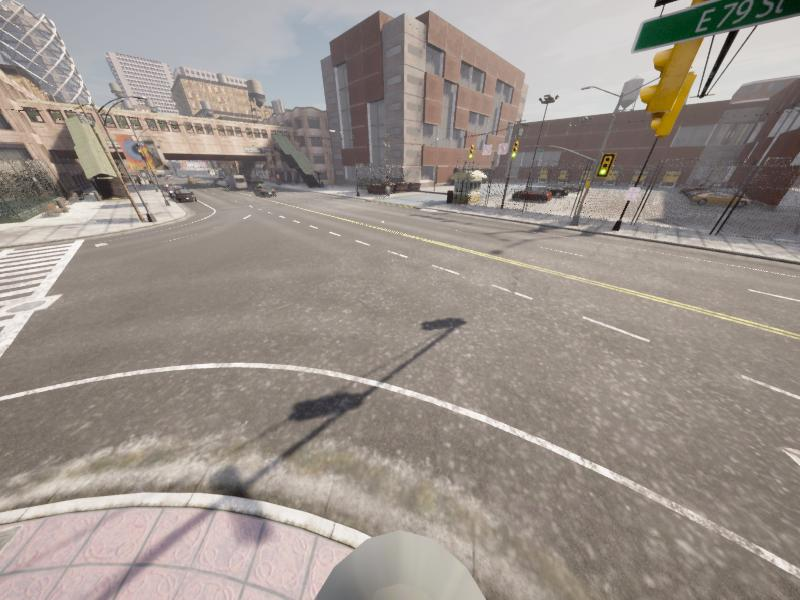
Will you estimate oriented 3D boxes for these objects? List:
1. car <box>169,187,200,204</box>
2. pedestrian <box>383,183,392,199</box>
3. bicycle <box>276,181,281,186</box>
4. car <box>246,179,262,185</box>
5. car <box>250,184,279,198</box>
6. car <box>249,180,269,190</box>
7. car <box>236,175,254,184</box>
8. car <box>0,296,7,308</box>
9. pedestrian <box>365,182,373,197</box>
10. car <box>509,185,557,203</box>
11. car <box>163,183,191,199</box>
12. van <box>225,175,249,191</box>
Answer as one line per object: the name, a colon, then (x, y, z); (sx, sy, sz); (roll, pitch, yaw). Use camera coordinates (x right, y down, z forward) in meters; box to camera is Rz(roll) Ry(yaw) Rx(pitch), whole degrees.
car: (-28.751, -14.010, 30.735); (2.097, 1.535, 5.008); (-27, 39, -38)
pedestrian: (-1.698, -14.844, 31.503); (0.751, 1.860, 0.751); (-26, 39, -37)
bicycle: (-27.647, -26.484, 52.524); (1.643, 1.024, 0.373); (27, 29, 38)
car: (-36.902, -29.865, 58.427); (1.895, 1.301, 4.718); (-27, 39, -38)
car: (-21.503, -17.299, 36.629); (2.152, 1.651, 5.027); (-26, 39, -37)
car: (-29.043, -23.656, 47.525); (2.007, 1.525, 4.514); (-26, 39, -37)
car: (-42.132, -32.797, 62.773); (2.435, 2.045, 5.566); (-27, 39, -38)
car: (-14.277, 0.392, 5.721); (3.988, 1.617, 1.851); (-24, 38, -35)
pedestrian: (-4.539, -16.370, 34.145); (0.751, 1.860, 0.751); (-22, 37, -33)
car: (17.025, -13.733, 29.804); (2.185, 1.767, 4.553); (-27, 39, -38)
car: (-33.366, -16.355, 34.546); (2.185, 1.767, 4.553); (-27, 39, -38)
van: (-32.412, -23.363, 45.889); (1.988, 2.561, 5.915); (-26, 39, -37)
